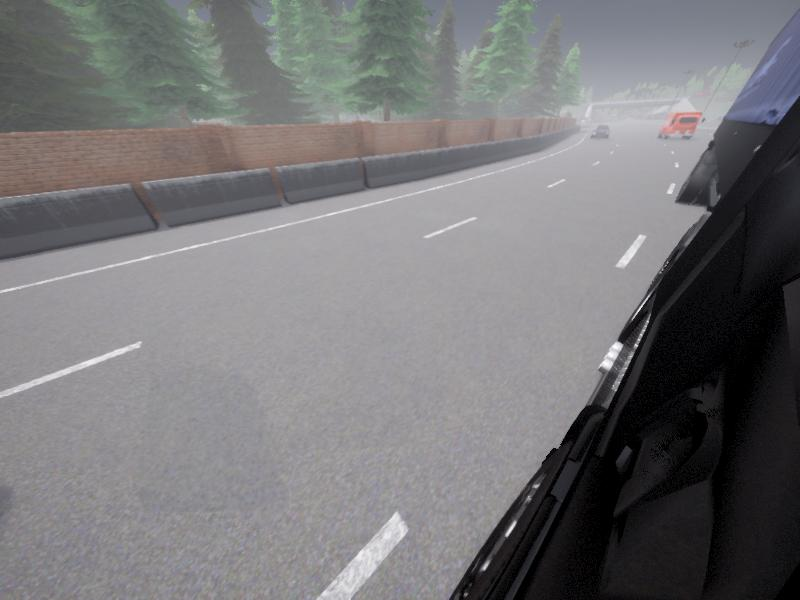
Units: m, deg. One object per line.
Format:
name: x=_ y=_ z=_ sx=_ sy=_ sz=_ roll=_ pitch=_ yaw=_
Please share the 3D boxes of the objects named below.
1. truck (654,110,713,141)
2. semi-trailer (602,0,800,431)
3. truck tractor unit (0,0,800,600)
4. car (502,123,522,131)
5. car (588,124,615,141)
truck: x=31.457 y=-19.556 z=25.945 sx=2.627 sy=2.467 sz=5.204 roll=21 pitch=42 yaw=28
semi-trailer: x=8.470 y=-3.736 z=4.460 sx=14.254 sy=4.402 sz=2.717 roll=-31 pitch=45 yaw=-32
truck tractor unit: x=2.645 y=-0.295 z=0.351 sx=6.516 sy=4.208 sz=3.053 roll=-28 pitch=44 yaw=-30
car: x=34.423 y=-53.146 z=70.977 sx=4.856 sy=1.649 sz=2.033 roll=21 pitch=43 yaw=28
car: x=26.246 y=-21.915 z=30.154 sx=2.038 sy=1.542 sz=4.974 roll=21 pitch=43 yaw=28
